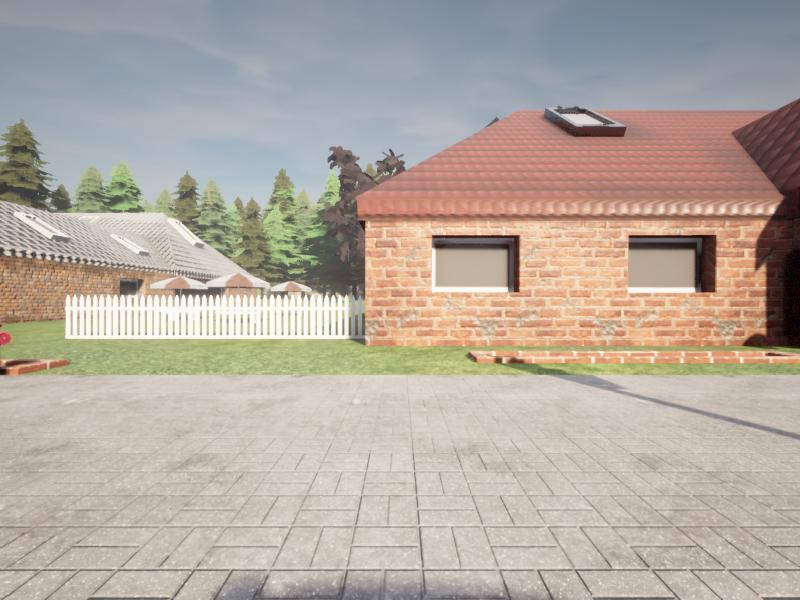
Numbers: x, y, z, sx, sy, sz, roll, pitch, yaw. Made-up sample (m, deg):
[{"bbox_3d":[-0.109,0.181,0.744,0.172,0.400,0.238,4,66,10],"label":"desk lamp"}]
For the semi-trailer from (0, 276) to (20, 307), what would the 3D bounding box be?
[{"bbox_3d":[-58.331,-1.217,52.848,2.717,4.402,14.254,0,0,0],"label":"semi-trailer"}]
